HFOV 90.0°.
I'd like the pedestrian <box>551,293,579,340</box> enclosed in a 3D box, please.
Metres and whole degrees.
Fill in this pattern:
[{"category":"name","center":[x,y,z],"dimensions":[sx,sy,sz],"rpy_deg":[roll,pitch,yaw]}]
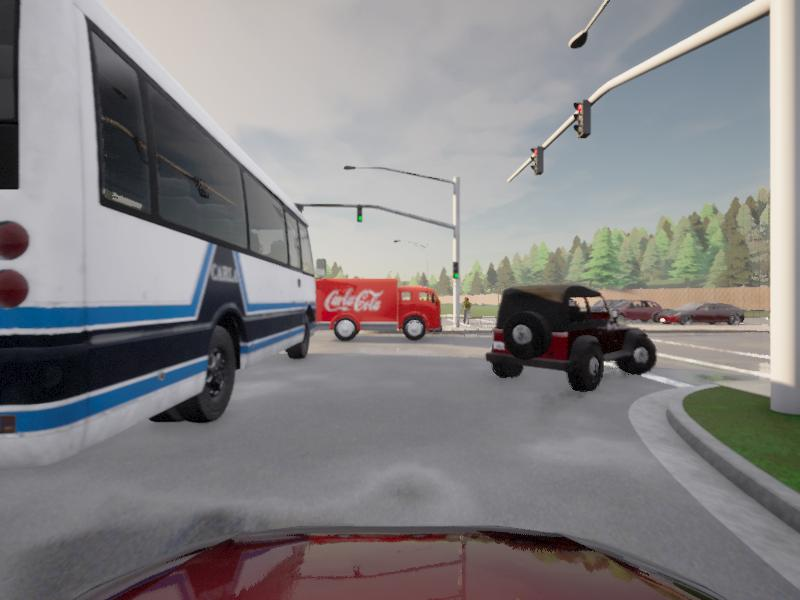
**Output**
[{"category":"pedestrian","center":[6.646,0.651,16.163],"dimensions":[0.751,1.860,0.751],"rpy_deg":[0,0,-18]}]

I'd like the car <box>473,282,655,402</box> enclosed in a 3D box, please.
[{"category":"car","center":[3.496,0.654,8.235],"dimensions":[3.866,1.878,1.905],"rpy_deg":[0,0,-40]}]

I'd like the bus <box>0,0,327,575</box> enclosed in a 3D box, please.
[{"category":"bus","center":[-4.061,-0.530,7.381],"dimensions":[3.944,4.253,10.273],"rpy_deg":[0,0,-2]}]

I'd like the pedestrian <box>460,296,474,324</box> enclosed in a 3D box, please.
[{"category":"pedestrian","center":[4.454,0.658,26.742],"dimensions":[0.751,1.860,0.751],"rpy_deg":[0,0,-5]}]

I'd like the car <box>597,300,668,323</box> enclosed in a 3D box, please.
[{"category":"car","center":[16.558,0.813,28.621],"dimensions":[3.988,1.617,1.851],"rpy_deg":[0,0,-2]}]

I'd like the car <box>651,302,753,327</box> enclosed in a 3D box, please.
[{"category":"car","center":[18.885,0.874,25.184],"dimensions":[4.792,1.488,2.163],"rpy_deg":[0,0,-2]}]

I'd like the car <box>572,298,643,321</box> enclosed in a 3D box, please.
[{"category":"car","center":[16.577,0.721,32.120],"dimensions":[4.553,1.767,2.097],"rpy_deg":[0,0,-2]}]

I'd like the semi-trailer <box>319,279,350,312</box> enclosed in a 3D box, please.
[{"category":"semi-trailer","center":[-9.476,-0.576,59.409],"dimensions":[2.717,4.402,14.254],"rpy_deg":[0,0,-2]}]

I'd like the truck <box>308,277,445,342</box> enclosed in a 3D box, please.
[{"category":"truck","center":[-0.915,0.365,16.614],"dimensions":[5.204,2.467,2.627],"rpy_deg":[0,0,-1]}]

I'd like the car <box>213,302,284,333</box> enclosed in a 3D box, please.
[{"category":"car","center":[-8.007,0.850,21.733],"dimensions":[2.128,1.511,4.902],"rpy_deg":[0,0,-2]}]
